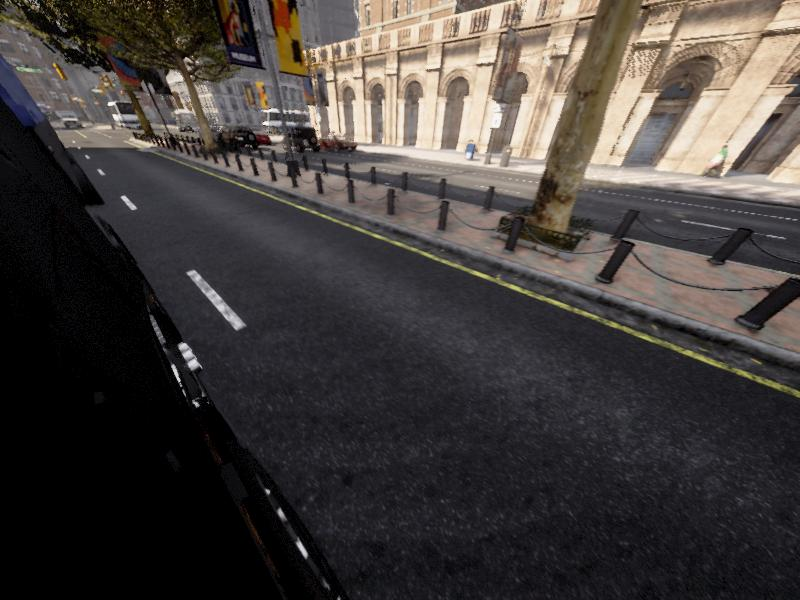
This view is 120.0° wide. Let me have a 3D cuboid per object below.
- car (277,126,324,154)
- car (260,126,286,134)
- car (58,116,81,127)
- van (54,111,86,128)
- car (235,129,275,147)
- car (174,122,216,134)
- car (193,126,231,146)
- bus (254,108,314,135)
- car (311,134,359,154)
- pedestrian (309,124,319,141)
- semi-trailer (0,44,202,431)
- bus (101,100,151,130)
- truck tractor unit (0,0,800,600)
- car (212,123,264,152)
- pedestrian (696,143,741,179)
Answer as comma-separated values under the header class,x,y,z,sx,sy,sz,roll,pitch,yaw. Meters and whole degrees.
class,x,y,z,sx,sy,sz,roll,pitch,yaw
car,-8.952,-14.457,20.833,3.866,1.878,1.905,28,44,30
car,-28.366,-38.060,51.727,1.895,1.301,4.718,28,44,30
car,-67.873,-36.668,47.419,4.856,1.649,2.033,28,44,30
van,-61.996,-33.867,43.342,6.366,2.431,2.351,28,44,30
car,-16.150,-18.071,25.691,4.181,1.385,1.994,28,44,30
car,-35.529,-29.893,40.243,2.038,1.542,4.974,28,44,30
car,-19.868,-17.375,24.424,3.633,1.501,1.845,28,44,30
bus,-24.601,-38.429,49.962,3.944,4.253,10.273,28,44,30
car,-6.394,-15.405,22.726,4.718,1.301,1.895,28,44,30
pedestrian,-12.029,-23.476,32.419,0.751,1.860,0.751,-25,45,-31
semi-trailer,-8.700,-3.589,4.248,14.254,4.402,2.717,28,44,30
bus,-55.466,-37.322,46.783,10.273,4.253,3.944,28,44,30
truck tractor unit,-2.645,-0.295,0.351,6.516,4.208,3.053,28,44,30
car,-14.743,-14.786,20.961,4.605,1.855,1.932,28,44,30
pedestrian,20.190,-8.871,14.723,0.751,1.860,0.751,28,44,30
